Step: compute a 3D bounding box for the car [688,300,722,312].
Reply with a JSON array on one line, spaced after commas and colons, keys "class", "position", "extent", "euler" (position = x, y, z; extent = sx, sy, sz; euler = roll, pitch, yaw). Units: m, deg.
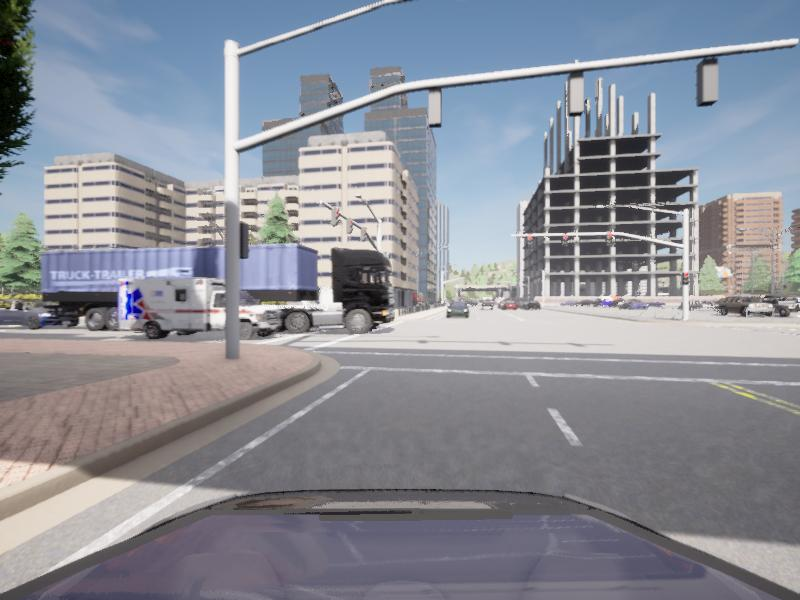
[{"class": "car", "position": [38.716, 0.768, 50.891], "extent": [1.970, 1.475, 3.806], "euler": [0, 0, 11]}]

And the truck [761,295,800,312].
[{"class": "truck", "position": [47.254, 0.433, 49.327], "extent": [2.069, 2.038, 4.478], "euler": [0, 0, 11]}]

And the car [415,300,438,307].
[{"class": "car", "position": [6.267, 0.753, 93.858], "extent": [5.238, 1.638, 1.930], "euler": [0, 0, 9]}]

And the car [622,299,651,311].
[{"class": "car", "position": [34.369, 0.698, 58.251], "extent": [2.242, 1.667, 4.611], "euler": [0, 0, 11]}]

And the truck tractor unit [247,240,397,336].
[{"class": "truck tractor unit", "position": [-3.597, -0.516, 19.488], "extent": [6.516, 4.208, 3.053], "euler": [0, 0, 7]}]

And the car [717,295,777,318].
[{"class": "car", "position": [30.010, 0.518, 34.804], "extent": [1.932, 1.855, 4.605], "euler": [0, 0, 11]}]

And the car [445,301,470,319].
[{"class": "car", "position": [5.379, 0.842, 36.689], "extent": [2.038, 1.542, 4.974], "euler": [0, 0, 11]}]

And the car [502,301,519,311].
[{"class": "car", "position": [17.423, 0.880, 63.457], "extent": [2.163, 1.488, 4.792], "euler": [0, 0, 10]}]

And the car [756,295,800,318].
[{"class": "car", "position": [32.845, 0.521, 34.219], "extent": [1.905, 1.878, 3.866], "euler": [0, 0, 11]}]

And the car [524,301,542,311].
[{"class": "car", "position": [20.901, 0.852, 63.009], "extent": [1.882, 1.535, 5.008], "euler": [0, 0, 10]}]

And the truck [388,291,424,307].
[{"class": "truck", "position": [1.471, -0.342, 98.245], "extent": [8.468, 3.827, 2.891], "euler": [0, 0, 10]}]

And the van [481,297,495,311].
[{"class": "van", "position": [13.719, 0.598, 62.659], "extent": [2.069, 2.038, 4.480], "euler": [0, 0, 10]}]

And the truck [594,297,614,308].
[{"class": "truck", "position": [37.119, 0.440, 73.043], "extent": [2.069, 2.038, 4.478], "euler": [0, 0, 11]}]

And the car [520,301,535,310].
[{"class": "car", "position": [22.064, 0.902, 69.380], "extent": [1.812, 1.442, 4.674], "euler": [0, 0, 10]}]

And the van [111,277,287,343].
[{"class": "van", "position": [-8.191, 0.382, 16.544], "extent": [6.366, 2.431, 2.351], "euler": [0, 0, 10]}]

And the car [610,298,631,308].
[{"class": "car", "position": [39.978, 0.535, 72.580], "extent": [1.932, 1.855, 4.605], "euler": [0, 0, 11]}]

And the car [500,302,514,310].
[{"class": "car", "position": [18.573, 0.975, 69.723], "extent": [1.895, 1.301, 4.718], "euler": [0, 0, 10]}]

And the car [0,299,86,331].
[{"class": "car", "position": [-20.552, 0.761, 22.374], "extent": [4.611, 1.667, 2.242], "euler": [0, 0, 11]}]

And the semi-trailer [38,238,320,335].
[{"class": "semi-trailer", "position": [-11.410, -0.613, 20.737], "extent": [14.254, 4.402, 2.717], "euler": [0, 0, 10]}]
